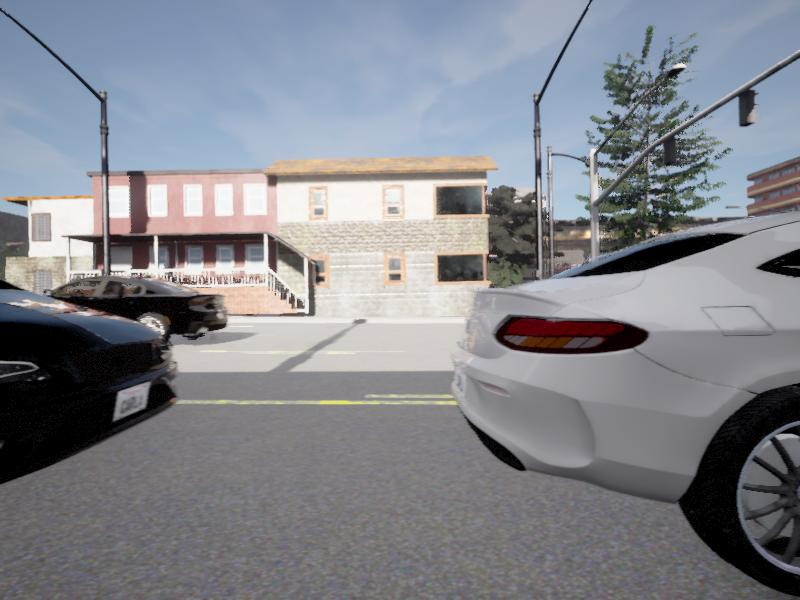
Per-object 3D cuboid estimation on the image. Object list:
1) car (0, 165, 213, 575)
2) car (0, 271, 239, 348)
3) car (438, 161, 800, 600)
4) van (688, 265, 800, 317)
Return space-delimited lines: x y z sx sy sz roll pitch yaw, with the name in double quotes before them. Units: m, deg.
"car" -3.539 0.242 2.169 4.193 1.474 1.816 0 0 0
"car" -6.565 0.191 9.144 5.008 1.535 1.882 0 0 0
"car" 2.639 0.268 2.214 4.674 1.442 1.812 0 0 0
"van" 19.412 -0.432 21.673 1.988 2.561 5.915 -1 0 -44
